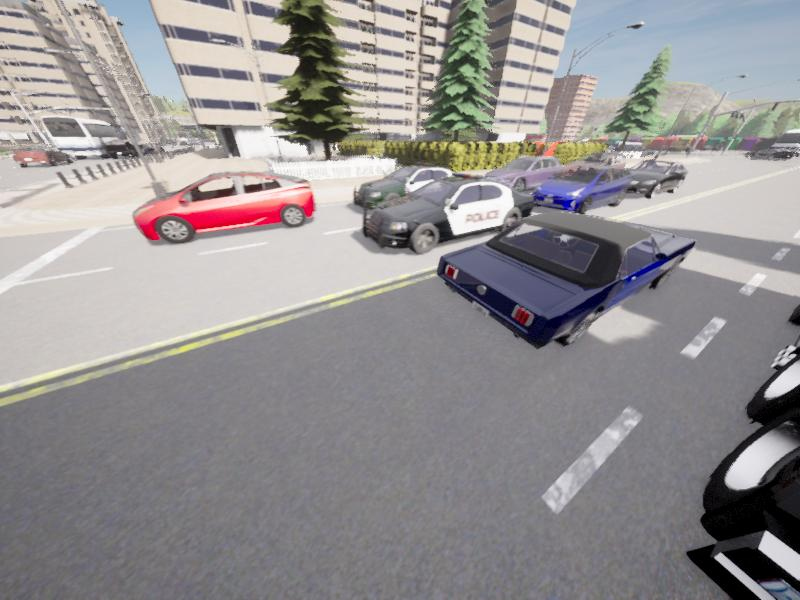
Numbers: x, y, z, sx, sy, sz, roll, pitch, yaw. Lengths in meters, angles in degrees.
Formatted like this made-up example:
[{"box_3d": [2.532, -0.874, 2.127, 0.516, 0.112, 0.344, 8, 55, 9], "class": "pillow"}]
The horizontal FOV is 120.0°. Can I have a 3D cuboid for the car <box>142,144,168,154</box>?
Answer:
[{"box_3d": [-43.014, -26.629, 40.685, 1.994, 1.385, 4.181, -18, 39, -24], "class": "car"}]

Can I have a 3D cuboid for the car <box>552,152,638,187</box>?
[{"box_3d": [12.701, -8.639, 15.107, 4.611, 1.667, 2.242, -18, 39, -25], "class": "car"}]

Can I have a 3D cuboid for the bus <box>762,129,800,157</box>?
[{"box_3d": [76.904, -30.544, 44.994, 10.273, 4.253, 3.944, -17, 39, -24], "class": "bus"}]

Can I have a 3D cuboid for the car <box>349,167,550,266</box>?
[{"box_3d": [1.414, -2.606, 6.437, 4.974, 1.542, 2.038, -18, 39, -24], "class": "car"}]

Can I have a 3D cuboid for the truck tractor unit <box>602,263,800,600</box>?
[{"box_3d": [5.112, -0.298, 0.790, 6.516, 4.208, 3.053, -18, 39, -24], "class": "truck tractor unit"}]

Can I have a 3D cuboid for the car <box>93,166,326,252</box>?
[{"box_3d": [-4.845, -2.919, 6.827, 4.514, 1.525, 2.007, -17, 38, -23], "class": "car"}]

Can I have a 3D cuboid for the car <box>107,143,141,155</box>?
[{"box_3d": [-45.244, -24.906, 38.061, 2.128, 1.511, 4.902, -18, 39, -24], "class": "car"}]

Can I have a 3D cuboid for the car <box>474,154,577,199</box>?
[{"box_3d": [6.611, -6.641, 12.208, 4.856, 1.649, 2.033, -18, 39, -24], "class": "car"}]

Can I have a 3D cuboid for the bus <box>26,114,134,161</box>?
[{"box_3d": [-40.225, -20.905, 29.956, 3.944, 4.253, 10.273, -18, 39, -24], "class": "bus"}]

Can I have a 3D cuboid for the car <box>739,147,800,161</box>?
[{"box_3d": [56.945, -22.603, 35.666, 1.930, 1.638, 5.238, 5, 35, 5], "class": "car"}]

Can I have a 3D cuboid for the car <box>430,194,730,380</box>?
[{"box_3d": [3.049, -0.733, 3.966, 4.718, 1.301, 1.895, -18, 39, -24], "class": "car"}]

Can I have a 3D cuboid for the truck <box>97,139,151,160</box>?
[{"box_3d": [-36.077, -19.948, 30.506, 2.390, 2.098, 6.274, -17, 38, -23], "class": "truck"}]

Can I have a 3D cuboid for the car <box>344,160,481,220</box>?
[{"box_3d": [0.586, -4.644, 9.360, 4.974, 1.542, 2.038, -18, 39, -24], "class": "car"}]

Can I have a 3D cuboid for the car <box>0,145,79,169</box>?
[{"box_3d": [-33.938, -13.707, 21.968, 2.152, 1.651, 5.027, -19, 39, -25], "class": "car"}]

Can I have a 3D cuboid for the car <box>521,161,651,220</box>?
[{"box_3d": [7.462, -4.569, 9.326, 4.514, 1.525, 2.007, -18, 39, -24], "class": "car"}]

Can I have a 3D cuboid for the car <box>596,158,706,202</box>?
[{"box_3d": [12.978, -6.356, 11.965, 4.902, 1.511, 2.128, -18, 39, -24], "class": "car"}]
